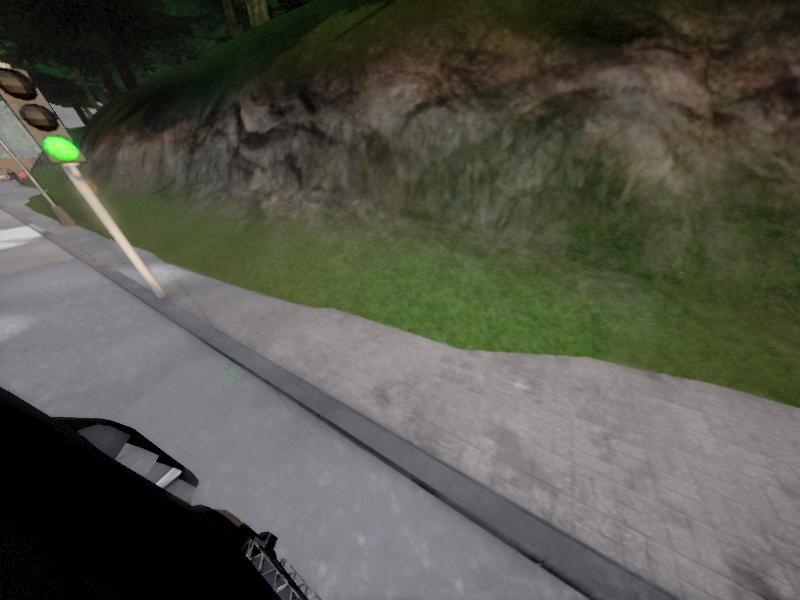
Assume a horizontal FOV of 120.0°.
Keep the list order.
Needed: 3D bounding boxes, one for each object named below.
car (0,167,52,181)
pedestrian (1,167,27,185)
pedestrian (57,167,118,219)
[{"bbox_3d":[-63.339,-21.318,38.981,2.097,1.767,4.553,16,38,26],"label":"car"},{"bbox_3d":[-46.071,-14.781,27.583,0.751,1.860,0.751,16,38,26],"label":"pedestrian"},{"bbox_3d":[-13.245,-4.557,9.845,0.751,1.860,0.751,22,41,32],"label":"pedestrian"}]
